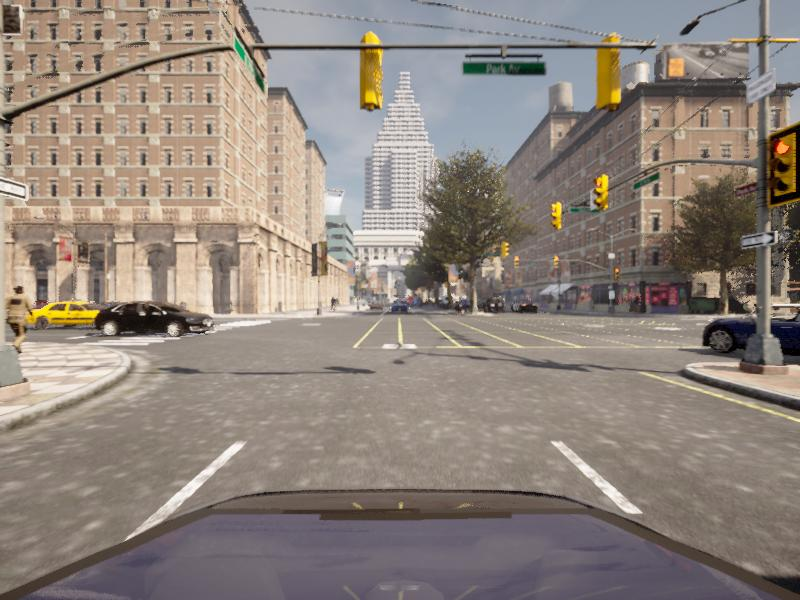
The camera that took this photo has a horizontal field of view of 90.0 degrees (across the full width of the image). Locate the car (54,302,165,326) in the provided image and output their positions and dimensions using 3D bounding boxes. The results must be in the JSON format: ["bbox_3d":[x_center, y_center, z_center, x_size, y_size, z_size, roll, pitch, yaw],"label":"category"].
[{"bbox_3d":[-17.859,0.849,24.801,5.357,1.411,2.033,0,0,0],"label":"car"}]

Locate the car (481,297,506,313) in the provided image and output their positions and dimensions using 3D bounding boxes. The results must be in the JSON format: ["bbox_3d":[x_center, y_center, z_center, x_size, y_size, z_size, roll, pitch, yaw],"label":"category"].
[{"bbox_3d":[11.395,0.565,48.894,1.932,1.855,4.605,0,1,0],"label":"car"}]

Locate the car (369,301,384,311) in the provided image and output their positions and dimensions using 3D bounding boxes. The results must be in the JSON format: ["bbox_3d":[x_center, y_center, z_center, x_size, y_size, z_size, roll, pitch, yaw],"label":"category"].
[{"bbox_3d":[-3.374,0.832,58.348,1.895,1.301,4.718,0,0,0],"label":"car"}]

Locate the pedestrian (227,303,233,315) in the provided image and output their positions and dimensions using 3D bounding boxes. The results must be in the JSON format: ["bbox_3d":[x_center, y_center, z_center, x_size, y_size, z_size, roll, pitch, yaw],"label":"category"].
[{"bbox_3d":[-15.192,0.799,35.768,0.500,1.100,0.500,0,0,-20],"label":"pedestrian"}]

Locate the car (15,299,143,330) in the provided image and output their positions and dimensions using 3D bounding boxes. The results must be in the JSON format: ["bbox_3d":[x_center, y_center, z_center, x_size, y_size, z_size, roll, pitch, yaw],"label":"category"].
[{"bbox_3d":[-16.965,0.761,21.330,5.366,1.575,1.801,0,0,-1],"label":"car"}]

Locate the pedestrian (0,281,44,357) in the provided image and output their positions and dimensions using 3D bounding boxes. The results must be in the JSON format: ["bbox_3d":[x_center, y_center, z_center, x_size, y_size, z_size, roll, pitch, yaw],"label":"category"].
[{"bbox_3d":[-9.808,0.465,10.277,0.751,1.860,0.751,0,0,-17],"label":"pedestrian"}]

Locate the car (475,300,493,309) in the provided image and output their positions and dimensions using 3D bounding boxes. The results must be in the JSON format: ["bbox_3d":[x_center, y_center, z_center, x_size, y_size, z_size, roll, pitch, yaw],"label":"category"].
[{"bbox_3d":[14.834,0.730,70.912,2.128,1.511,4.902,0,0,0],"label":"car"}]

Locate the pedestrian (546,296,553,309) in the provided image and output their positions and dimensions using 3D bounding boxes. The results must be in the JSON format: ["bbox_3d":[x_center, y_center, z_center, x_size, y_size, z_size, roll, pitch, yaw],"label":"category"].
[{"bbox_3d":[21.951,0.377,58.855,0.751,1.860,0.751,0,0,-1],"label":"pedestrian"}]

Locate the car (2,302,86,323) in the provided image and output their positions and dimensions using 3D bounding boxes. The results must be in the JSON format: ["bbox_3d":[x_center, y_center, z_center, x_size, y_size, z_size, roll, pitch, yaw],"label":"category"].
[{"bbox_3d":[-25.028,0.855,28.248,4.181,1.385,1.994,0,0,0],"label":"car"}]

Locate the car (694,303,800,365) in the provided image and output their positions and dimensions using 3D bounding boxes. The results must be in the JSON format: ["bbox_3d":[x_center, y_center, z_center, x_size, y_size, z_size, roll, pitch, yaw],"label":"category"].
[{"bbox_3d":[10.503,0.832,10.766,1.970,1.475,3.806,0,0,-13],"label":"car"}]

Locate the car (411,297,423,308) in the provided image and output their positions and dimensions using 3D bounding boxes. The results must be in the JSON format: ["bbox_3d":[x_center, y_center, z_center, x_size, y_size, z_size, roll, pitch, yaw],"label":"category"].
[{"bbox_3d":[3.332,0.421,78.994,2.150,2.045,5.566,0,0,0],"label":"car"}]

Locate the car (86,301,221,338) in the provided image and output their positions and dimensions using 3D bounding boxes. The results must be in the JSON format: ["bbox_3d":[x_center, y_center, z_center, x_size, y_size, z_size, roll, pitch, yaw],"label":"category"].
[{"bbox_3d":[-10.685,0.810,17.525,4.892,1.490,1.837,0,0,6],"label":"car"}]

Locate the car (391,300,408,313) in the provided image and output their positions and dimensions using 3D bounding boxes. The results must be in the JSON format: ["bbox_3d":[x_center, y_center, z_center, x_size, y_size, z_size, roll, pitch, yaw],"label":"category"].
[{"bbox_3d":[-0.046,0.736,47.367,1.882,1.535,5.008,0,0,0],"label":"car"}]

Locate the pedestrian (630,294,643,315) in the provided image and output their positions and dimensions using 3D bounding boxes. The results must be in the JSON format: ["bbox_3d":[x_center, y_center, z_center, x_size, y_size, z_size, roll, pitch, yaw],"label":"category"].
[{"bbox_3d":[22.222,0.416,37.545,0.751,1.860,0.751,0,0,-8],"label":"pedestrian"}]

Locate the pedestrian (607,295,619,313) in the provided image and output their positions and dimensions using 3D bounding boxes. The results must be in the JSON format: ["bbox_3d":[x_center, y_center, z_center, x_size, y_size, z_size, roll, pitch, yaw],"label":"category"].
[{"bbox_3d":[22.586,0.407,42.428,0.751,1.860,0.751,0,0,-20],"label":"pedestrian"}]

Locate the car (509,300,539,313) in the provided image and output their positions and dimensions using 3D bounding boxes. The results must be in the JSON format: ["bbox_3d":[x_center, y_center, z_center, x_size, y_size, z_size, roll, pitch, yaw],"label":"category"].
[{"bbox_3d":[14.898,0.735,48.414,2.038,1.542,4.974,0,0,0],"label":"car"}]
